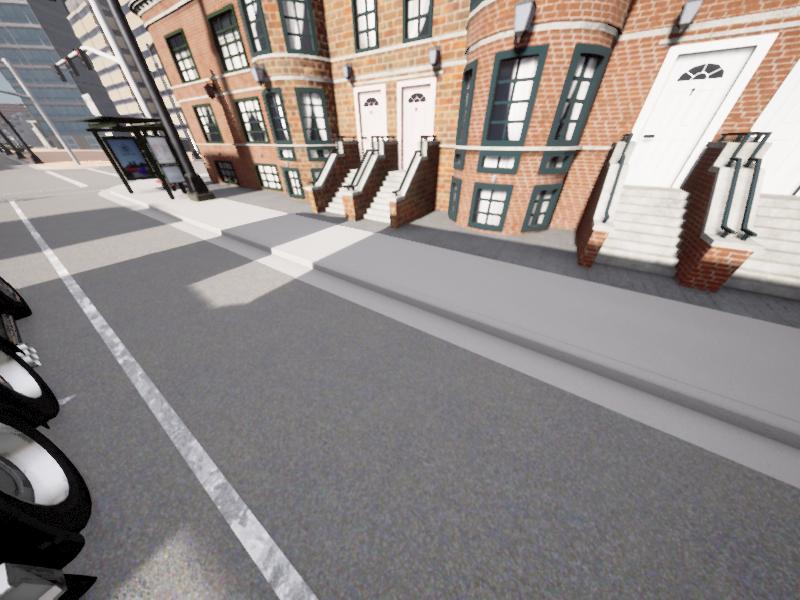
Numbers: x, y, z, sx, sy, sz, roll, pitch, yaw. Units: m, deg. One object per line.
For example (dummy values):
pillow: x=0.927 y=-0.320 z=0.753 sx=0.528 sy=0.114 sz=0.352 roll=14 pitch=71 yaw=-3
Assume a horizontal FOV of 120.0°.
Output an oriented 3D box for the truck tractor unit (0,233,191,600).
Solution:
truck tractor unit: x=-5.063 y=-0.343 z=0.861 sx=6.516 sy=4.208 sz=3.053 roll=20 pitch=40 yaw=27
